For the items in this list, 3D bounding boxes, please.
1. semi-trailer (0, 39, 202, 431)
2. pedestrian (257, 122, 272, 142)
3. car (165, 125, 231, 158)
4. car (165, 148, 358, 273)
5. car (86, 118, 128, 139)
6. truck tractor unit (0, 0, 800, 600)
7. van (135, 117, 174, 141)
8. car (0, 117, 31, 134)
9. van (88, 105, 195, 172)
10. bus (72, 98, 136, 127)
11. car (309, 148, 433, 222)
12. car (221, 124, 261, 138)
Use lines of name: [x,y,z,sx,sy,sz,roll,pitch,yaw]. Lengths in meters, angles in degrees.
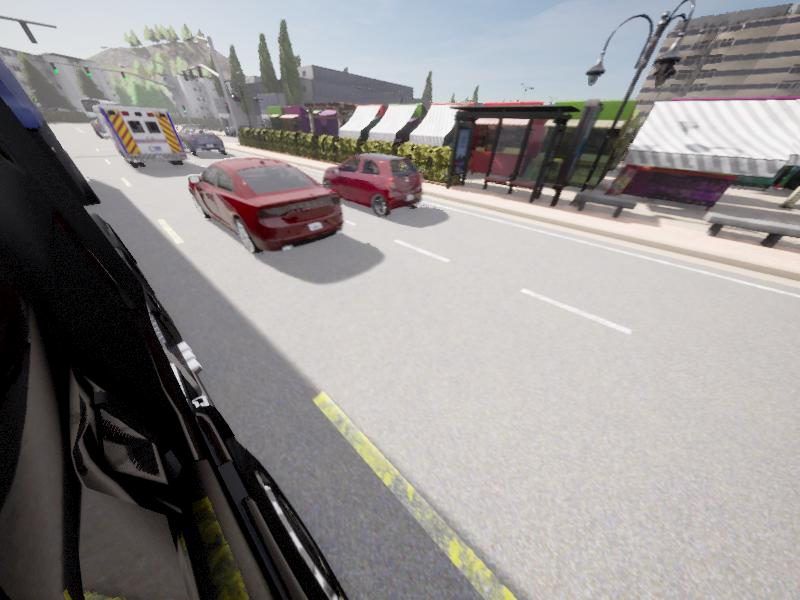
semi-trailer: [-8.720,-3.591,4.205,14.254,4.402,2.717,28,43,30]
pedestrian: [-15.704,-19.432,26.797,0.751,1.860,0.751,27,43,29]
car: [-15.000,-11.830,17.159,5.027,1.651,2.152,29,44,31]
car: [-3.428,-2.524,5.534,5.008,1.535,1.882,29,44,31]
car: [-33.084,-19.378,26.074,5.027,1.651,2.152,30,44,31]
truck tractor unit: [-2.645,-0.295,0.351,6.516,4.208,3.053,28,44,30]
van: [-27.458,-19.131,25.807,4.442,1.987,1.775,30,44,32]
car: [-43.380,-19.441,25.693,4.181,1.385,1.994,29,44,30]
van: [-14.165,-8.902,12.622,6.366,2.431,2.351,29,44,31]
bus: [-60.890,-38.834,48.097,3.944,4.253,10.273,-15,40,-21]
car: [-1.032,-3.974,7.637,3.633,1.501,1.845,29,44,31]
car: [-24.498,-26.143,35.778,2.007,1.525,4.514,31,45,32]
